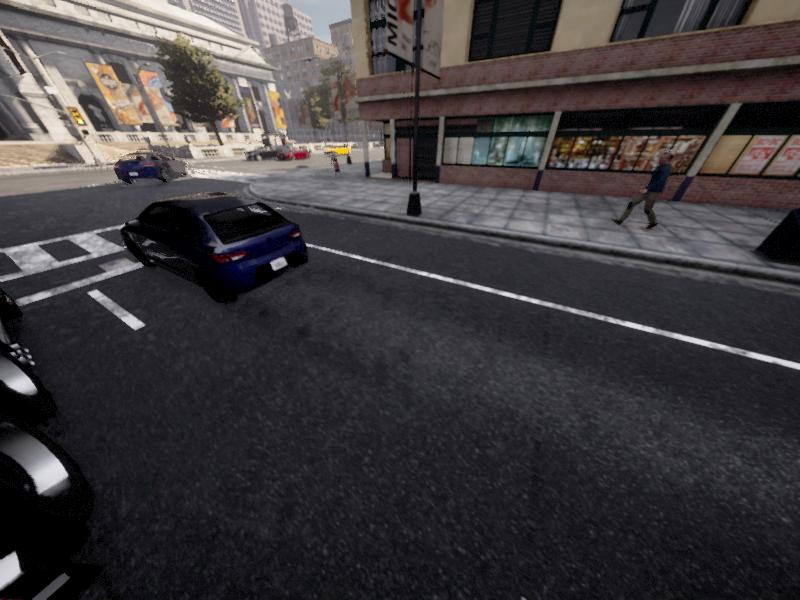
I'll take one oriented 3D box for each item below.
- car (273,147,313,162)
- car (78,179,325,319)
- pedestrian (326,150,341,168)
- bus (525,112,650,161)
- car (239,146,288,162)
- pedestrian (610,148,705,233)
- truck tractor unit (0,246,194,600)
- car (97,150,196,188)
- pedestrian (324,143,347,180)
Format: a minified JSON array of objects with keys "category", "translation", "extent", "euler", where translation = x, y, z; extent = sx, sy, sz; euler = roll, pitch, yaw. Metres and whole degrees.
[{"category":"car","translation":[-13.609,-18.789,29.686],"extent":[1.994,1.385,4.181],"euler":[17,39,23]},{"category":"car","translation":[-3.867,-1.346,4.640],"extent":[4.193,1.474,1.816],"euler":[17,39,23]},{"category":"pedestrian","translation":[-5.700,-12.182,19.941],"extent":[0.751,1.300,0.751],"euler":[28,44,34]},{"category":"bus","translation":[21.531,-19.547,27.874],"extent":[10.273,4.253,3.944],"euler":[17,39,23]},{"category":"car","translation":[-17.492,-18.937,29.815],"extent":[2.128,1.511,4.902],"euler":[17,39,24]},{"category":"pedestrian","translation":[6.507,-2.831,6.000],"extent":[0.751,1.860,0.751],"euler":[14,38,20]},{"category":"truck tractor unit","translation":[-5.082,-0.329,0.817],"extent":[6.516,4.208,3.053],"euler":[20,40,26]},{"category":"car","translation":[-16.201,-8.811,15.281],"extent":[2.152,1.651,5.027],"euler":[-10,36,-13]},{"category":"pedestrian","translation":[-3.898,-8.378,14.015],"extent":[0.751,1.860,0.751],"euler":[-30,44,-35]}]
